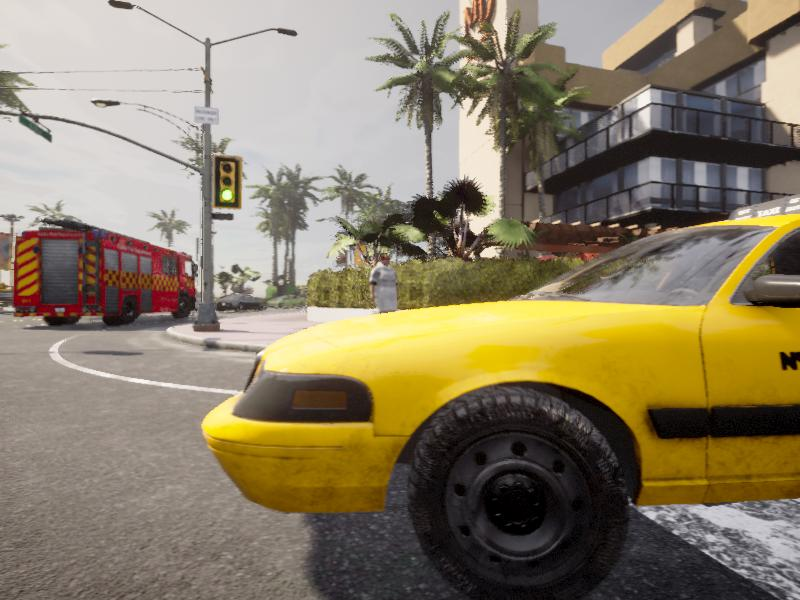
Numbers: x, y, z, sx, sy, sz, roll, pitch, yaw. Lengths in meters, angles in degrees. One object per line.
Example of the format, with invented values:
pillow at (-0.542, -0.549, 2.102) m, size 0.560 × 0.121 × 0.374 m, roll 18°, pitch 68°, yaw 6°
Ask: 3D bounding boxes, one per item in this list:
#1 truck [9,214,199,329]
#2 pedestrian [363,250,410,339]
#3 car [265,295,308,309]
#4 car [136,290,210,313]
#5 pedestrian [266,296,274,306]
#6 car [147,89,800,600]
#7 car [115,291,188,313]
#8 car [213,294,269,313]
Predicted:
truck at (-12.083, -0.955, 17.720) m, size 2.891 × 3.827 × 8.468 m, roll 0°, pitch 0°, yaw -6°
pedestrian at (-0.311, -0.110, 8.899) m, size 0.751 × 1.860 × 0.751 m, roll 0°, pitch 0°, yaw -33°
car at (-13.029, 0.207, 46.157) m, size 2.007 × 1.525 × 4.514 m, roll 0°, pitch 0°, yaw 38°
car at (-17.099, 0.111, 30.489) m, size 2.242 × 1.667 × 4.611 m, roll 0°, pitch 0°, yaw 17°
pedestrian at (-17.687, 0.131, 54.395) m, size 0.751 × 1.300 × 0.751 m, roll 0°, pitch 0°, yaw 36°
car at (1.875, 0.209, 2.284) m, size 5.366 × 1.575 × 1.801 m, roll 0°, pitch 0°, yaw -6°
car at (-20.053, 0.122, 32.540) m, size 2.033 × 1.649 × 4.856 m, roll 0°, pitch 0°, yaw 19°
car at (-12.763, 0.279, 32.396) m, size 1.994 × 1.385 × 4.181 m, roll 0°, pitch 0°, yaw 19°
